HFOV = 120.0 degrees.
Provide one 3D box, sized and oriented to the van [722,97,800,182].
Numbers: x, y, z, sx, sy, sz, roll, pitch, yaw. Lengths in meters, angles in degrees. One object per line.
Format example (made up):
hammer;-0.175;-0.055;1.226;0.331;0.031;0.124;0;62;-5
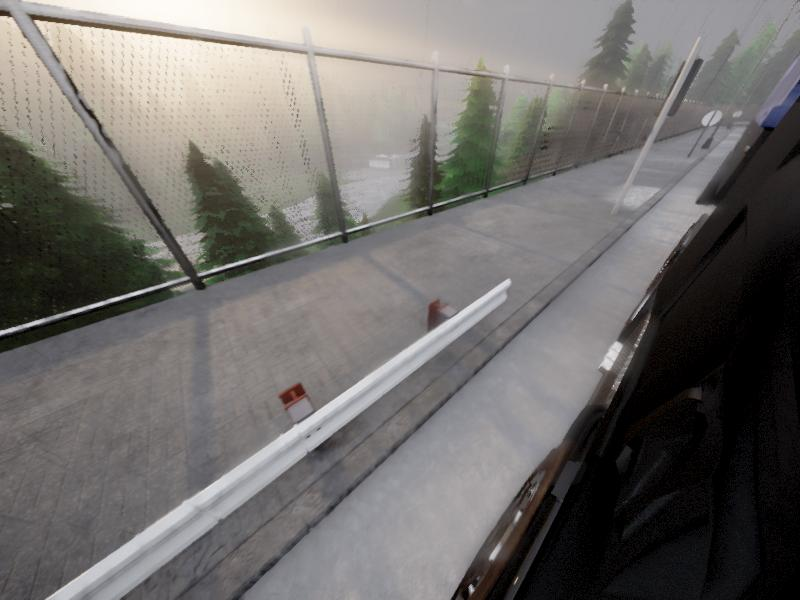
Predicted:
van;16.736;-7.102;10.038;5.915;2.561;1.988;-28;44;-30

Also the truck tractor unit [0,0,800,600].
truck tractor unit;2.645;-0.295;0.352;6.516;4.208;3.053;-28;44;-30

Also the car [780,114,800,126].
car;68.585;-30.042;38.418;5.027;1.651;2.152;14;39;20

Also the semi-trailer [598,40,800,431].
semi-trailer;8.696;-3.594;4.248;14.254;4.402;2.717;-28;44;-30
